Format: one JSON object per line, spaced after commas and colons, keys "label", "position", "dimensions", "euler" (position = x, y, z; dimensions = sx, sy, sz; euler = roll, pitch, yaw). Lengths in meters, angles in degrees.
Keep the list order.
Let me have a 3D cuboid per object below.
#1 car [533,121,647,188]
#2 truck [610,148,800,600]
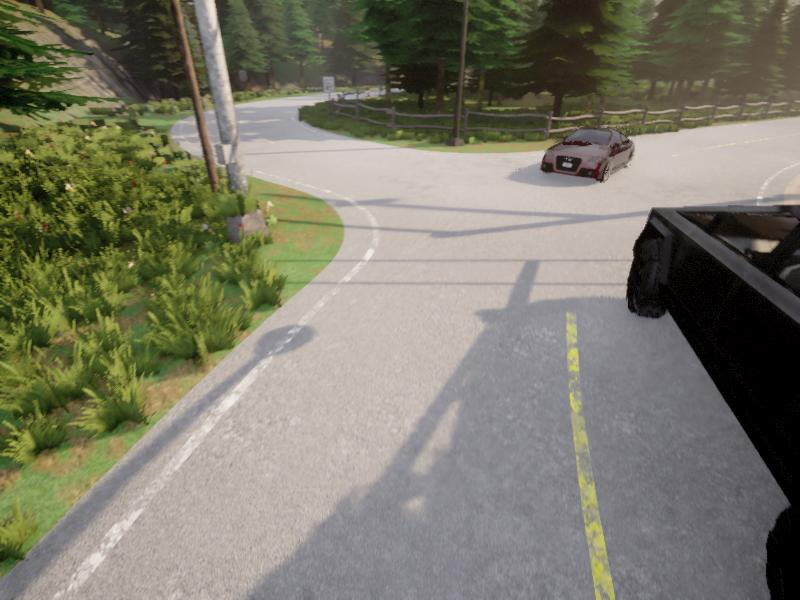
{"label": "car", "position": [6.494, -5.069, 13.554], "dimensions": [1.994, 1.385, 4.181], "euler": [24, 38, 35]}
{"label": "truck", "position": [3.944, 0.438, 3.312], "dimensions": [2.390, 2.098, 6.274], "euler": [8, 31, 12]}
